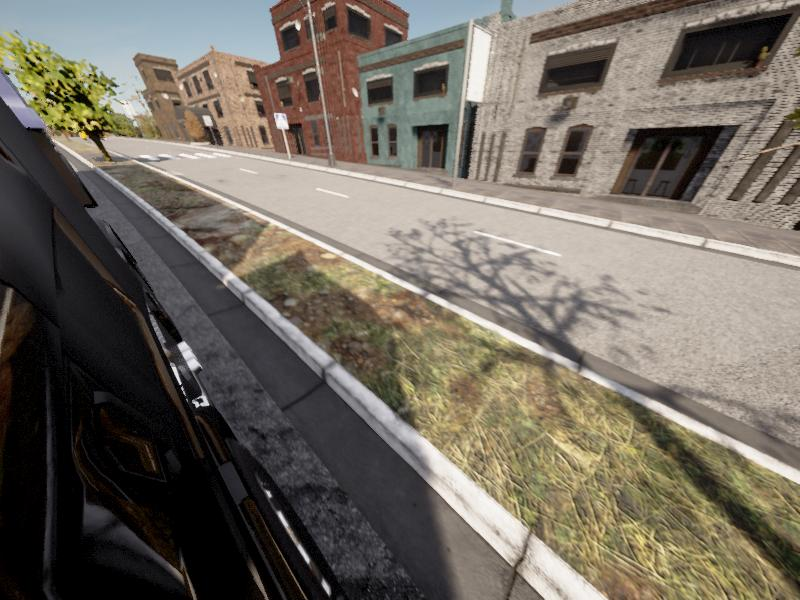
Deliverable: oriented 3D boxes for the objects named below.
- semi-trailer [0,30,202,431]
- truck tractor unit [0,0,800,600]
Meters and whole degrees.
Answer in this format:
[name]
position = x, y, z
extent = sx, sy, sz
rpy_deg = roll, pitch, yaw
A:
[semi-trailer]
position = -8.768, -3.527, 4.202
extent = 14.254, 4.402, 2.717
rpy_deg = 27, 43, 29
[truck tractor unit]
position = -2.645, -0.295, 0.352
extent = 6.516, 4.208, 3.053
rpy_deg = 28, 44, 30
